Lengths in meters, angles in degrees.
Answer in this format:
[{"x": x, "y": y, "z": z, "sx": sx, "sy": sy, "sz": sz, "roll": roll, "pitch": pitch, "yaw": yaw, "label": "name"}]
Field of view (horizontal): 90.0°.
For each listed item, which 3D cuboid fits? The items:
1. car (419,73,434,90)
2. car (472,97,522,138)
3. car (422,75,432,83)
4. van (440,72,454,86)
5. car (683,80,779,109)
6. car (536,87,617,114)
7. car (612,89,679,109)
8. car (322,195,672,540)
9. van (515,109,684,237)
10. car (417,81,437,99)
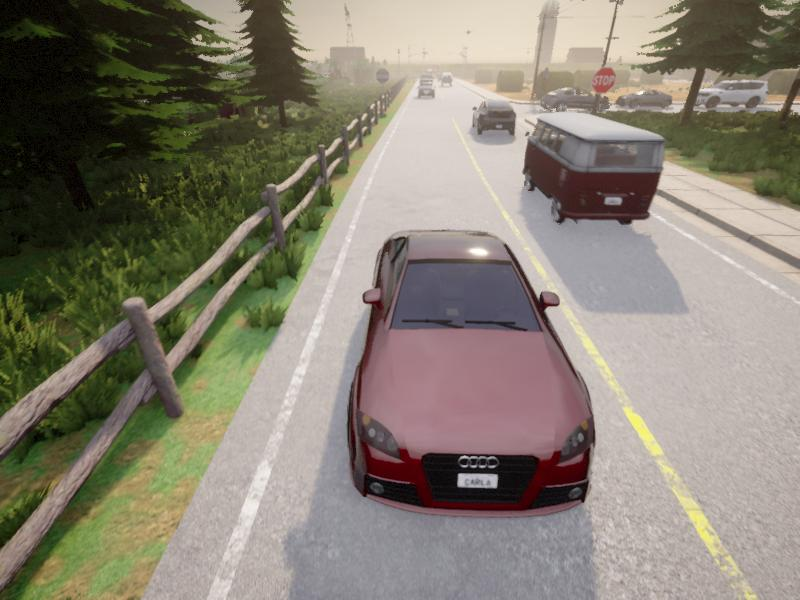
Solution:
[{"x": 4.138, "y": -33.708, "z": 61.608, "sx": 2.150, "sy": 2.045, "sz": 5.566, "roll": 2, "pitch": 31, "yaw": 3, "label": "car"}, {"x": 4.965, "y": -9.747, "z": 21.171, "sx": 1.837, "sy": 1.490, "sz": 4.892, "roll": 2, "pitch": 30, "yaw": 4, "label": "car"}, {"x": 5.620, "y": -46.341, "z": 83.870, "sx": 1.970, "sy": 1.475, "sz": 3.806, "roll": 2, "pitch": 30, "yaw": 3, "label": "car"}, {"x": 8.236, "y": -38.862, "z": 70.439, "sx": 2.069, "sy": 2.038, "sz": 4.480, "roll": 2, "pitch": 30, "yaw": 3, "label": "van"}, {"x": 27.447, "y": -17.176, "z": 33.396, "sx": 5.566, "sy": 2.045, "sz": 2.150, "roll": 0, "pitch": 30, "yaw": 0, "label": "car"}, {"x": 13.413, "y": -15.323, "z": 30.653, "sx": 5.027, "sy": 1.651, "sz": 2.152, "roll": -4, "pitch": 30, "yaw": -7, "label": "car"}, {"x": 20.555, "y": -16.919, "z": 33.631, "sx": 4.181, "sy": 1.385, "sz": 1.994, "roll": 0, "pitch": 30, "yaw": 0, "label": "car"}, {"x": 0.606, "y": 0.116, "z": 4.449, "sx": 1.994, "sy": 1.385, "sz": 4.181, "roll": 1, "pitch": 30, "yaw": 1, "label": "car"}, {"x": 4.290, "y": -3.286, "z": 9.642, "sx": 1.775, "sy": 1.987, "sz": 4.442, "roll": 1, "pitch": 30, "yaw": 2, "label": "van"}, {"x": 2.980, "y": -23.470, "z": 44.634, "sx": 2.128, "sy": 1.511, "sz": 4.902, "roll": 2, "pitch": 30, "yaw": 3, "label": "car"}]
